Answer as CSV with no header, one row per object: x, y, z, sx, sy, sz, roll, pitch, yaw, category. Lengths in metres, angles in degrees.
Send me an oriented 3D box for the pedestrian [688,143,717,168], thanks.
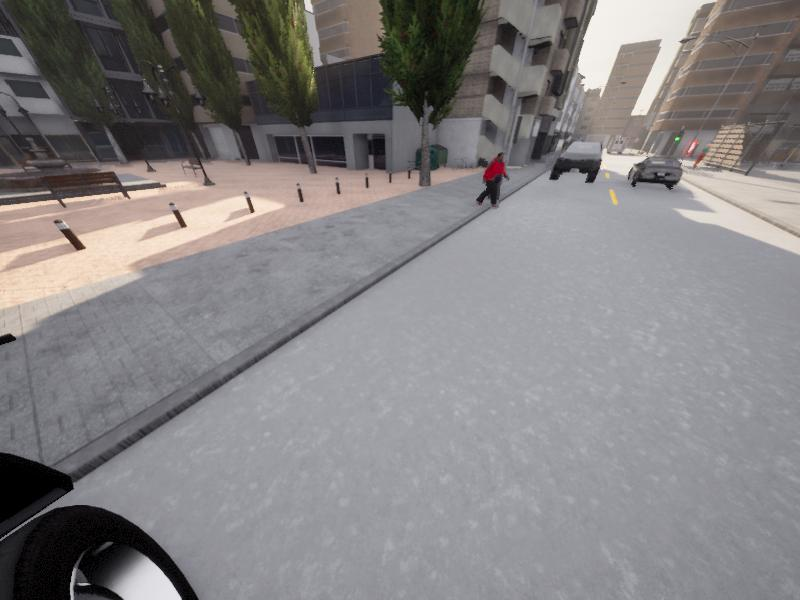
26.625,-12.753,20.379,0.751,1.860,0.751,29,44,35,pedestrian

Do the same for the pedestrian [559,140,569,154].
26.638,-24.841,37.536,0.751,1.860,0.751,23,41,28,pedestrian

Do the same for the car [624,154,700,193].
15.044,-7.643,13.665,2.033,1.411,5.357,23,41,29,car

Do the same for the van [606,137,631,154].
39.328,-27.990,41.831,2.351,2.431,6.366,23,41,29,van

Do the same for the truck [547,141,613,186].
11.913,-9.255,15.316,2.390,2.098,6.274,22,41,28,truck

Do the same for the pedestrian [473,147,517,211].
3.252,-4.188,8.045,0.751,1.860,0.751,-21,40,-27,pedestrian
